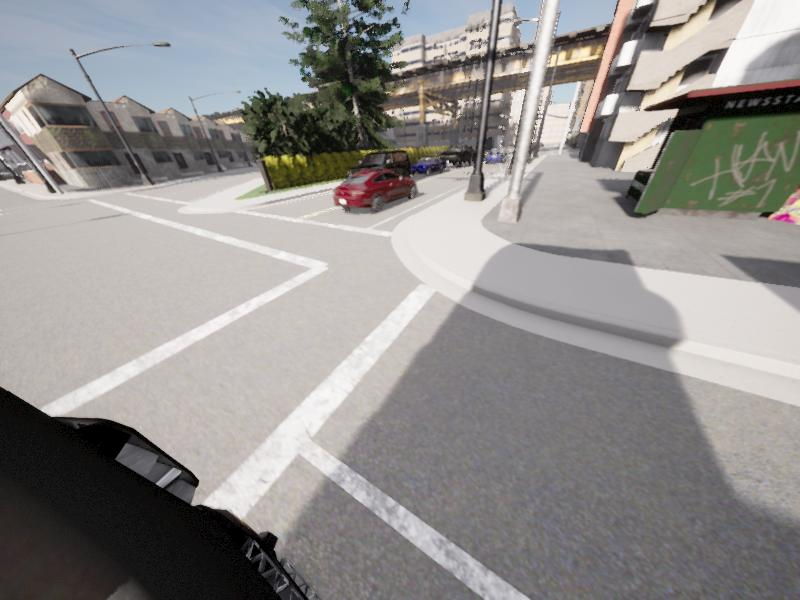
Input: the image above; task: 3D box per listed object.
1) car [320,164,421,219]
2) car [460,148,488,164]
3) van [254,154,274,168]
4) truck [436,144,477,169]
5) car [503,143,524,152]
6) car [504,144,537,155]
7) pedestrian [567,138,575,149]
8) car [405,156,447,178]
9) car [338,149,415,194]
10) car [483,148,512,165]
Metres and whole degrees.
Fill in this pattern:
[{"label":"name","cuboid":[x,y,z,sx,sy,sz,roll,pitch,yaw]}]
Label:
[{"label":"car","cuboid":[-0.986,-5.020,10.317,1.812,1.442,4.674,17,38,28]},{"label":"car","cuboid":[10.157,-19.693,31.559,2.163,1.488,4.792,16,38,27]},{"label":"van","cuboid":[-31.659,-32.478,53.968,1.988,2.561,5.915,-10,34,-10]},{"label":"truck","cuboid":[6.539,-16.387,26.305,2.390,2.098,6.274,16,38,27]},{"label":"car","cuboid":[27.943,-37.431,56.770,4.974,1.542,2.038,-23,38,-27]},{"label":"car","cuboid":[22.735,-28.466,43.695,4.902,1.511,2.128,-7,33,-5]},{"label":"pedestrian","cuboid":[36.035,-32.959,48.650,0.751,1.860,0.751,3,34,9]},{"label":"car","cuboid":[2.479,-12.062,20.839,1.895,1.301,4.718,16,38,26]},{"label":"car","cuboid":[-1.235,-8.738,15.447,2.150,2.045,5.566,16,38,26]},{"label":"car","cuboid":[12.019,-17.728,28.394,2.163,1.488,4.792,16,38,26]}]
